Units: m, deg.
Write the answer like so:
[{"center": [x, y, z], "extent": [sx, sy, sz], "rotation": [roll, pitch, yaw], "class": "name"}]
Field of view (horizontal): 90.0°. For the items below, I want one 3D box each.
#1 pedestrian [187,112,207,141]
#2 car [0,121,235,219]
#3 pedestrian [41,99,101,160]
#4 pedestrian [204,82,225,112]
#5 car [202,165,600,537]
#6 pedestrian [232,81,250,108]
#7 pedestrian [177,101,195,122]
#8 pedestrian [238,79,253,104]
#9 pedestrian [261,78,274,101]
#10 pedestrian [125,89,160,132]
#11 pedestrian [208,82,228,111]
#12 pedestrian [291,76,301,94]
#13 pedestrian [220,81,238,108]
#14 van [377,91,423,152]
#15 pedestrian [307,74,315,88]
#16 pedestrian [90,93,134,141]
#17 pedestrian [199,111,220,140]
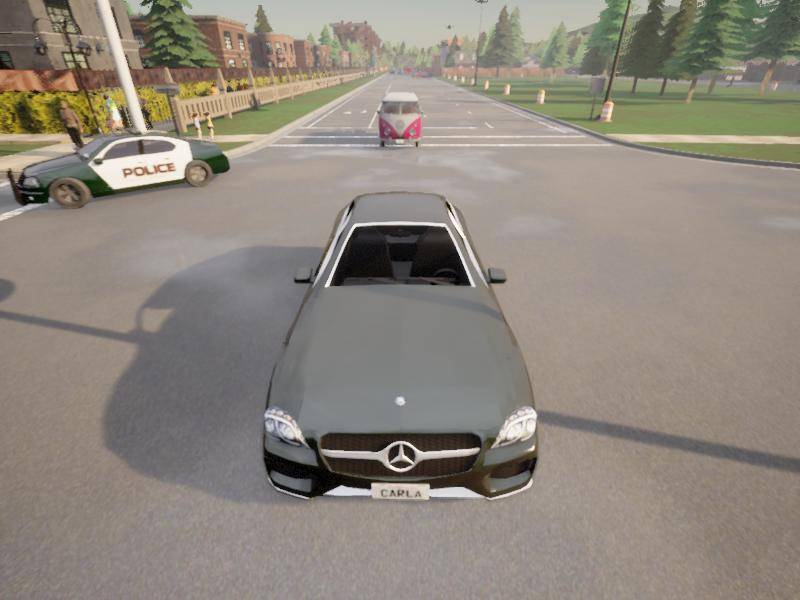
[{"center": [-8.867, -7.588, 17.528], "extent": [0.500, 1.100, 0.500], "rotation": [-8, 31, -14], "class": "pedestrian"}, {"center": [-7.492, -3.749, 10.889], "extent": [4.974, 1.542, 2.038], "rotation": [-25, 38, -36], "class": "car"}, {"center": [-11.194, -5.825, 13.700], "extent": [0.751, 1.860, 0.751], "rotation": [0, 30, 0], "class": "pedestrian"}, {"center": [-13.147, -14.383, 28.392], "extent": [0.751, 1.860, 0.751], "rotation": [-3, 30, -5], "class": "pedestrian"}, {"center": [0.003, -0.209, 4.750], "extent": [2.152, 1.651, 5.027], "rotation": [0, 30, 0], "class": "car"}, {"center": [-12.465, -16.146, 31.409], "extent": [0.751, 1.860, 0.751], "rotation": [0, 30, -1], "class": "pedestrian"}, {"center": [-12.484, -11.000, 23.362], "extent": [0.500, 1.100, 0.500], "rotation": [0, 30, 0], "class": "pedestrian"}, {"center": [-13.500, -18.262, 35.025], "extent": [0.751, 1.860, 0.751], "rotation": [-2, 30, -3], "class": "pedestrian"}, {"center": [-12.425, -19.730, 37.536], "extent": [0.751, 1.860, 0.751], "rotation": [0, 30, 0], "class": "pedestrian"}, {"center": [-12.777, -9.420, 19.907], "extent": [0.751, 1.860, 0.751], "rotation": [-5, 31, -8], "class": "pedestrian"}, {"center": [-13.348, -14.984, 29.420], "extent": [0.751, 1.860, 0.751], "rotation": [1, 30, 2], "class": "pedestrian"}, {"center": [-12.373, -25.694, 47.735], "extent": [0.751, 1.860, 0.751], "rotation": [0, 30, 0], "class": "pedestrian"}, {"center": [-13.379, -16.124, 31.370], "extent": [0.751, 1.860, 0.751], "rotation": [2, 30, 4], "class": "pedestrian"}, {"center": [0.000, -7.992, 17.698], "extent": [1.775, 1.987, 4.442], "rotation": [0, 30, 0], "class": "van"}, {"center": [-13.446, -33.143, 60.472], "extent": [0.751, 1.860, 0.751], "rotation": [0, 30, 0], "class": "pedestrian"}, {"center": [-12.457, -7.930, 17.358], "extent": [0.751, 1.860, 0.751], "rotation": [1, 30, 1], "class": "pedestrian"}, {"center": [-8.500, -7.786, 17.868], "extent": [0.500, 1.100, 0.500], "rotation": [-22, 37, -33], "class": "pedestrian"}]
